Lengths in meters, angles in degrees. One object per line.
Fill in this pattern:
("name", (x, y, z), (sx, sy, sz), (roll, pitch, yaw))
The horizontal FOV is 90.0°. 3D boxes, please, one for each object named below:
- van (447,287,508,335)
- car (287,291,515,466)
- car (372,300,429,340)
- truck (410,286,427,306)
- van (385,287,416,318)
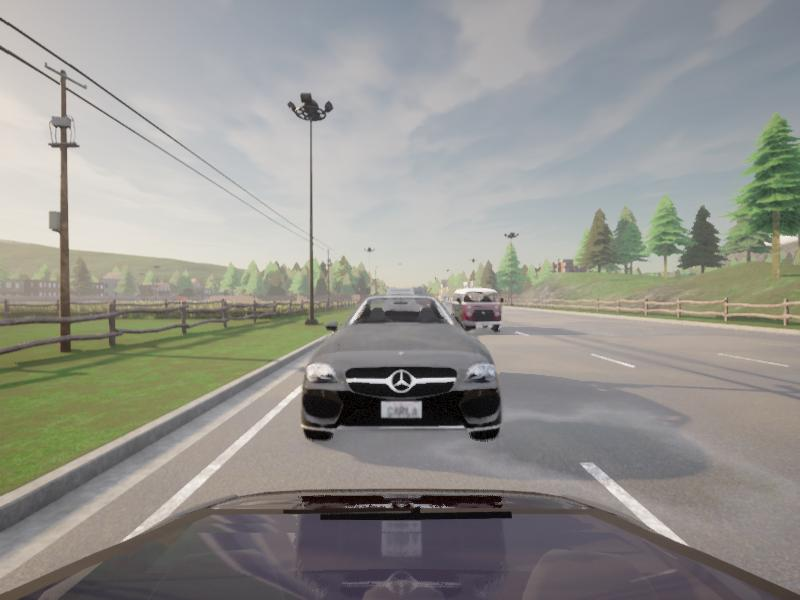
("van", (3.523, 0.447, 19.077), (2.069, 2.038, 4.480), (0, 0, 0))
("car", (0.014, 0.731, 6.291), (2.152, 1.651, 5.027), (0, 0, 0))
("car", (0.024, 0.746, 17.587), (2.163, 1.488, 4.792), (0, 0, 0))
("truck", (3.585, -0.745, 79.525), (2.891, 3.827, 8.468), (0, 0, 0))
("van", (0.040, 0.191, 34.274), (2.351, 2.431, 6.366), (0, 0, 0))
